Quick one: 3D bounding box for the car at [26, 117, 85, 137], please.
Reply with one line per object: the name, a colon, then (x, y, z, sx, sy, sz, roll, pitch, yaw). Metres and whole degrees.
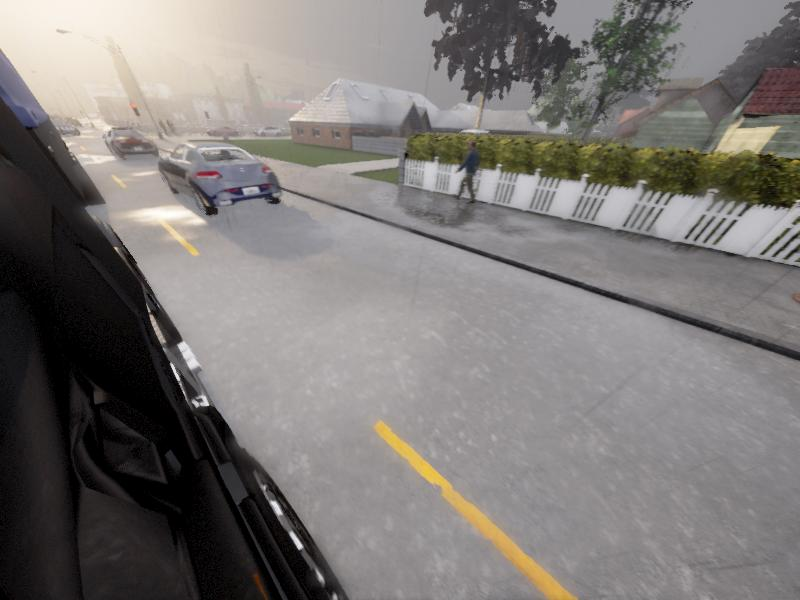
car: (-40.496, -20.413, 27.218, 4.856, 1.649, 2.033, 15, 40, 16)

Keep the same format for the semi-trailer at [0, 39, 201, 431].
semi-trailer: (-8.679, -3.609, 4.261, 14.254, 4.402, 2.717, 28, 44, 30)

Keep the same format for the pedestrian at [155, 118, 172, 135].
pedestrian: (-34.039, -24.965, 33.244, 0.751, 1.860, 0.751, 6, 37, 5)

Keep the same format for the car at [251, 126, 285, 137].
car: (-23.349, -29.866, 40.939, 2.007, 1.525, 4.514, 28, 44, 30)

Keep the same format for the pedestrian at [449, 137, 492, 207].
pedestrian: (2.271, -4.187, 7.592, 0.751, 1.860, 0.751, 28, 44, 30)

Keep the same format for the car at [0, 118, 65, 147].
car: (-29.554, -13.538, 18.624, 4.611, 1.667, 2.242, 28, 44, 30)

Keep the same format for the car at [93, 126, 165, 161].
car: (-17.917, -10.430, 15.262, 4.974, 1.542, 2.038, 28, 44, 30)

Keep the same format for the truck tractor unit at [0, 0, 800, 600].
truck tractor unit: (-2.645, -0.295, 0.352, 6.516, 4.208, 3.053, 28, 44, 30)

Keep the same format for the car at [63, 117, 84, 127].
car: (-64.291, -35.023, 45.504, 4.193, 1.474, 1.816, 28, 44, 30)

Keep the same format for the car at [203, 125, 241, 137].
car: (-28.011, -26.613, 36.451, 1.994, 1.385, 4.181, 28, 43, 30)

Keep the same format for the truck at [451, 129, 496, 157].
truck: (7.237, -15.413, 22.637, 2.069, 2.038, 4.478, 28, 44, 30)

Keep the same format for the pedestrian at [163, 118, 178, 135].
pedestrian: (-33.693, -25.467, 33.936, 0.751, 1.860, 0.751, 25, 42, 27)

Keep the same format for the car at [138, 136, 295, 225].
car: (-5.934, -4.105, 7.421, 5.027, 1.651, 2.152, 28, 44, 30)
